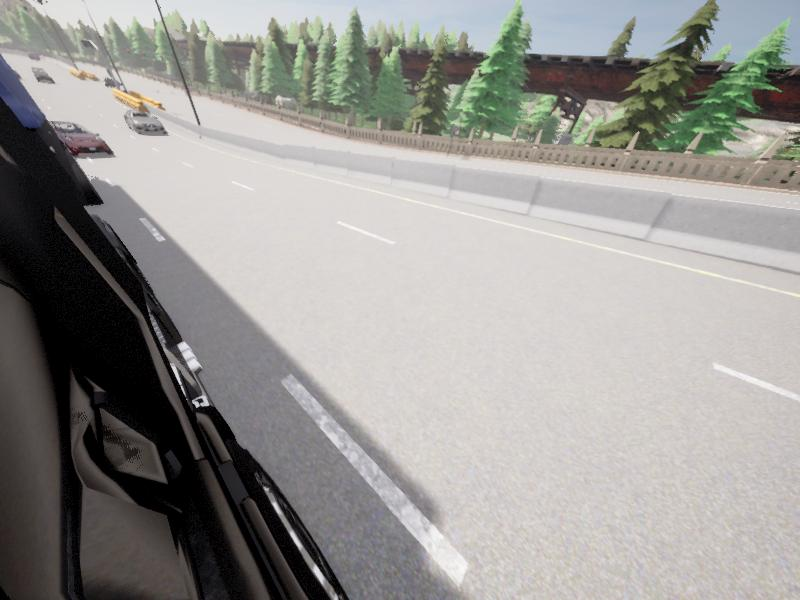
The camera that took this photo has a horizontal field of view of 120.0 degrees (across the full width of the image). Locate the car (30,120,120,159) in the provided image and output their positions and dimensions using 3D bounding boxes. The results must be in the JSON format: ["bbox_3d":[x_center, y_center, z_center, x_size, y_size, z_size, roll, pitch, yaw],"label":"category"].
[{"bbox_3d":[-19.049,-9.495,13.591,3.633,1.501,1.845,22,41,21],"label":"car"}]

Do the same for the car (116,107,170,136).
[{"bbox_3d":[-24.996,-17.351,22.454,5.027,1.651,2.152,32,45,27],"label":"car"}]

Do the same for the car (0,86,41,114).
[{"bbox_3d":[-38.764,-20.280,23.378,5.366,1.575,1.801,34,46,25],"label":"car"}]

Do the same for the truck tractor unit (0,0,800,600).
[{"bbox_3d":[-2.645,-0.295,0.352,6.516,4.208,3.053,28,44,30],"label":"truck tractor unit"}]

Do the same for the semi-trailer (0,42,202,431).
[{"bbox_3d":[-8.698,-3.602,4.232,14.254,4.402,2.717,28,44,30],"label":"semi-trailer"}]

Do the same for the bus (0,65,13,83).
[{"bbox_3d":[-64.289,-33.641,31.719,3.944,4.253,10.273,30,45,22],"label":"bus"}]
